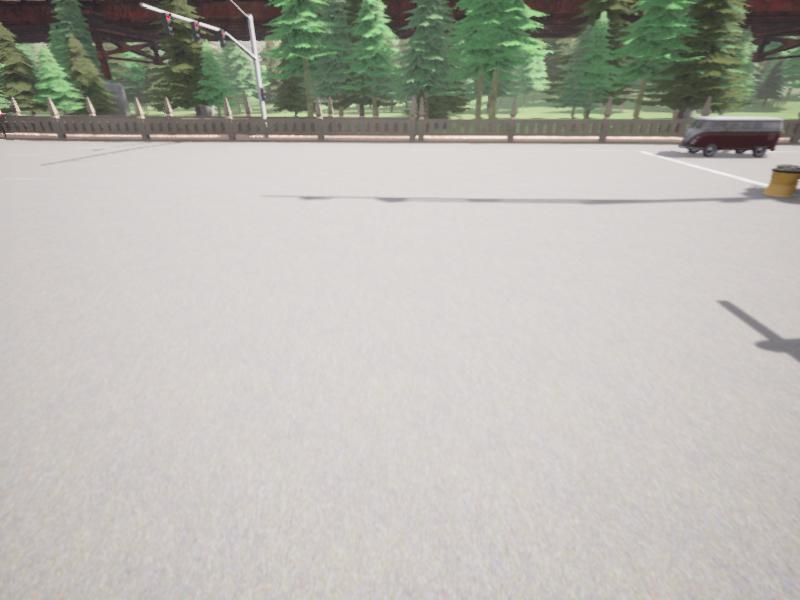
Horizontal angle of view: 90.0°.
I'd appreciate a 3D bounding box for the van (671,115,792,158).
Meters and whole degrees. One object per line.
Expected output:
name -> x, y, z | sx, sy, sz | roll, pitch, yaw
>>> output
van -> 17.807, -8.916, 21.765 | 4.442, 1.987, 1.775 | 2, 27, 3
